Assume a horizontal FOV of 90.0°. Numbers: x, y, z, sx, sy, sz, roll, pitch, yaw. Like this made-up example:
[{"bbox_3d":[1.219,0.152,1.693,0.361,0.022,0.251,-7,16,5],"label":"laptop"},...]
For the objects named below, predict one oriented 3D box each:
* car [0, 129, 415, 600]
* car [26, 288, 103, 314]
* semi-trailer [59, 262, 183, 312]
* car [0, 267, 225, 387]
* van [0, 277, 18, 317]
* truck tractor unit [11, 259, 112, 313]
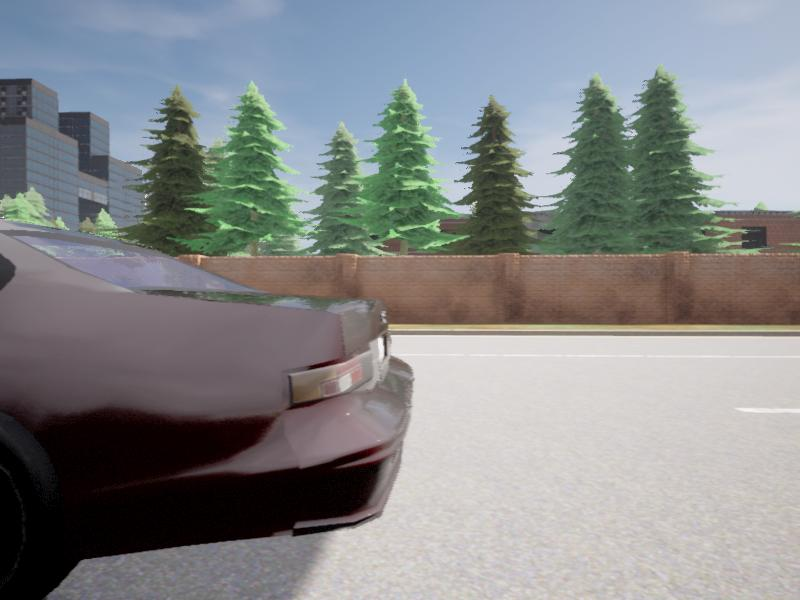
[{"bbox_3d":[-2.613,0.298,2.112,5.357,1.411,2.033,0,0,3],"label":"car"},{"bbox_3d":[-25.615,0.084,30.763,1.932,1.855,4.605,0,0,2],"label":"car"},{"bbox_3d":[-28.585,-1.184,42.570,2.717,4.402,14.254,0,0,3],"label":"semi-trailer"},{"bbox_3d":[-5.035,0.314,5.734,4.181,1.385,1.994,0,0,3],"label":"car"},{"bbox_3d":[-25.978,-0.191,22.705,2.351,2.431,6.366,0,0,3],"label":"van"},{"bbox_3d":[-28.940,-1.085,34.661,3.053,4.208,6.516,0,0,3],"label":"truck tractor unit"}]
